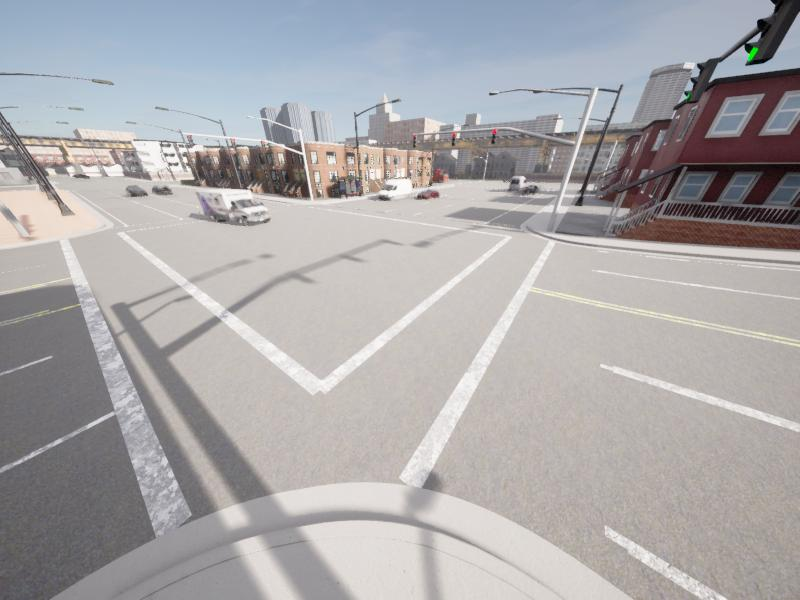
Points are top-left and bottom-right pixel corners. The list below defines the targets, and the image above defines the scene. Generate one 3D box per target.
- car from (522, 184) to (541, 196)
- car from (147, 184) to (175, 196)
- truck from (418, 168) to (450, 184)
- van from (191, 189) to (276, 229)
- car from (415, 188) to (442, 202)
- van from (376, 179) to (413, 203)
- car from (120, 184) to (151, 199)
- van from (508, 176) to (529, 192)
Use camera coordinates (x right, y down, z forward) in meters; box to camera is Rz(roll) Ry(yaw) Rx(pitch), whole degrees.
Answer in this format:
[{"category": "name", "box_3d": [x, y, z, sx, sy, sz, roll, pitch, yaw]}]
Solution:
[{"category": "car", "box_3d": [22.627, -18.988, 39.744, 1.812, 1.442, 4.674, 20, 36, 31]}, {"category": "car", "box_3d": [-41.325, -19.123, 39.913, 4.902, 1.511, 2.128, 20, 36, 31]}, {"category": "truck", "box_3d": [9.724, -36.000, 66.829, 8.468, 3.827, 2.891, 20, 36, 31]}, {"category": "van", "box_3d": [-13.821, -7.741, 19.280, 6.366, 2.431, 2.351, 15, 33, 24]}, {"category": "car", "box_3d": [4.175, -15.295, 33.422, 1.994, 1.385, 4.181, 20, 36, 31]}, {"category": "van", "box_3d": [-0.650, -15.481, 32.575, 1.988, 2.561, 5.915, 20, 36, 31]}, {"category": "car", "box_3d": [-41.468, -17.063, 36.212, 5.238, 1.638, 1.930, 20, 36, 31]}, {"category": "van", "box_3d": [23.174, -22.810, 45.267, 1.988, 2.561, 5.915, 20, 35, 30]}]
